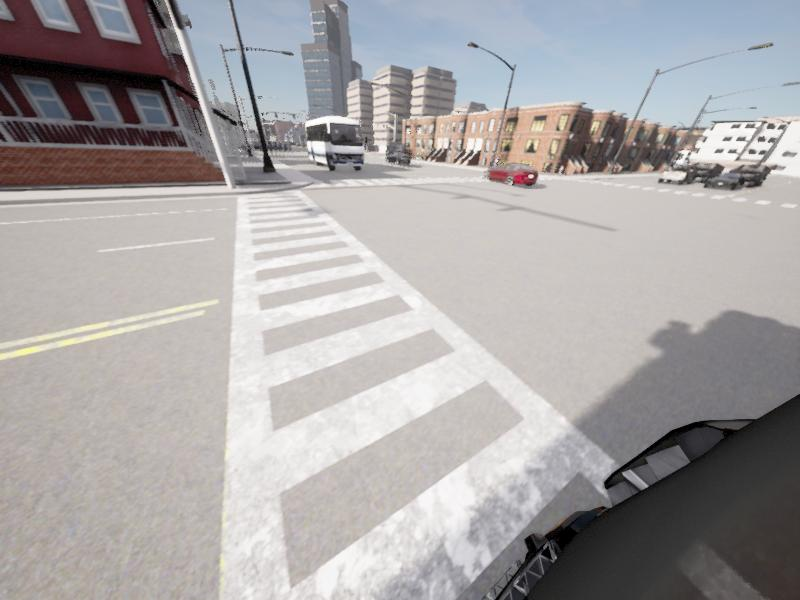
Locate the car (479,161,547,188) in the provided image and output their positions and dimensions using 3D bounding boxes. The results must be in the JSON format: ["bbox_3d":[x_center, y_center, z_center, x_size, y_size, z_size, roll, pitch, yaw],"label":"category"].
[{"bbox_3d":[8.833,-10.203,18.632,2.163,1.488,4.792,-8,35,-15],"label":"car"}]

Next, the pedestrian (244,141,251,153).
[{"bbox_3d":[-30.446,-30.607,46.158,0.751,1.860,0.751,-16,38,-25],"label":"pedestrian"}]

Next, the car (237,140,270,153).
[{"bbox_3d":[-31.832,-33.537,50.384,5.566,2.045,2.150,-13,36,-23],"label":"car"}]

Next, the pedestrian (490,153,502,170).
[{"bbox_3d":[12.461,-17.970,29.945,0.751,1.860,0.751,-17,38,-27],"label":"pedestrian"}]

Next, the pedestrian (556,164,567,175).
[{"bbox_3d":[19.016,-15.362,27.177,0.500,1.100,0.500,1,34,-3],"label":"pedestrian"}]

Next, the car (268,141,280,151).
[{"bbox_3d":[-35.785,-43.695,65.459,2.150,2.045,5.566,-16,38,-26],"label":"car"}]

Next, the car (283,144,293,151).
[{"bbox_3d":[-32.393,-43.998,66.584,1.789,1.549,3.705,-16,38,-26],"label":"car"}]

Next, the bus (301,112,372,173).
[{"bbox_3d":[-6.926,-16.333,24.243,3.944,4.253,10.273,-16,38,-26],"label":"bus"}]

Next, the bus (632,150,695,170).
[{"bbox_3d":[74.411,-39.943,65.671,3.944,4.253,10.273,-14,37,-24],"label":"bus"}]

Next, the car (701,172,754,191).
[{"bbox_3d":[31.602,-11.491,22.305,4.181,1.385,1.994,-16,38,-26],"label":"car"}]

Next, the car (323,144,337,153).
[{"bbox_3d":[-20.032,-43.575,66.406,2.150,2.045,5.566,-16,38,-26],"label":"car"}]

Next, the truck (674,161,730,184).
[{"bbox_3d":[36.674,-15.485,28.031,6.274,2.098,2.390,-16,38,-26],"label":"truck"}]

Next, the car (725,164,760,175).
[{"bbox_3d":[81.335,-31.057,54.926,1.905,1.878,3.866,0,34,-4],"label":"car"}]

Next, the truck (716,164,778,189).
[{"bbox_3d":[38.275,-13.709,25.468,6.274,2.098,2.390,-16,38,-26],"label":"truck"}]

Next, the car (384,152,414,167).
[{"bbox_3d":[-0.266,-19.980,32.703,2.128,1.511,4.902,-16,38,-26],"label":"car"}]

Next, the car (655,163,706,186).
[{"bbox_3d":[30.031,-13.484,24.738,4.605,1.855,1.932,-16,38,-26],"label":"car"}]
